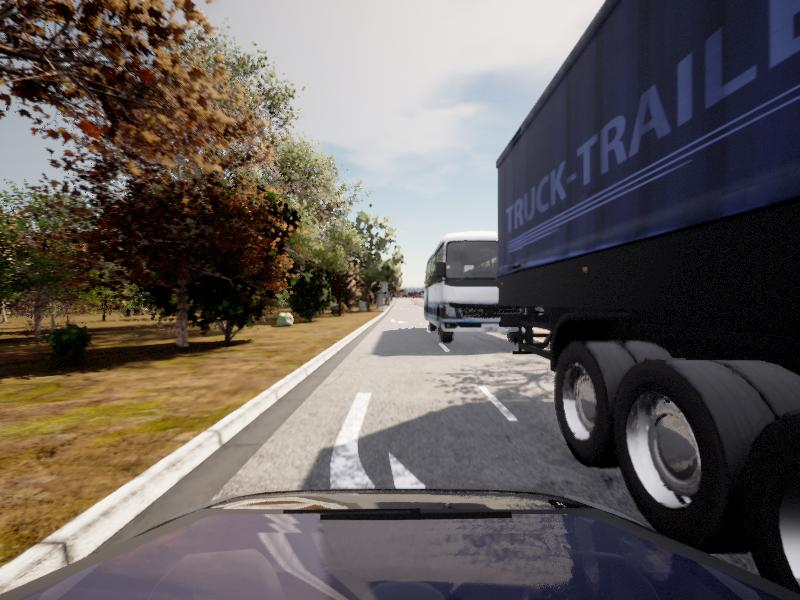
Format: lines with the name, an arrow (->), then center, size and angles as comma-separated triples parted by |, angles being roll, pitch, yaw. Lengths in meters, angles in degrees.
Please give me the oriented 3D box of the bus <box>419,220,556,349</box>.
bus -> 3.142, -0.499, 18.316 | 3.944, 4.253, 10.273 | 0, 0, 0
